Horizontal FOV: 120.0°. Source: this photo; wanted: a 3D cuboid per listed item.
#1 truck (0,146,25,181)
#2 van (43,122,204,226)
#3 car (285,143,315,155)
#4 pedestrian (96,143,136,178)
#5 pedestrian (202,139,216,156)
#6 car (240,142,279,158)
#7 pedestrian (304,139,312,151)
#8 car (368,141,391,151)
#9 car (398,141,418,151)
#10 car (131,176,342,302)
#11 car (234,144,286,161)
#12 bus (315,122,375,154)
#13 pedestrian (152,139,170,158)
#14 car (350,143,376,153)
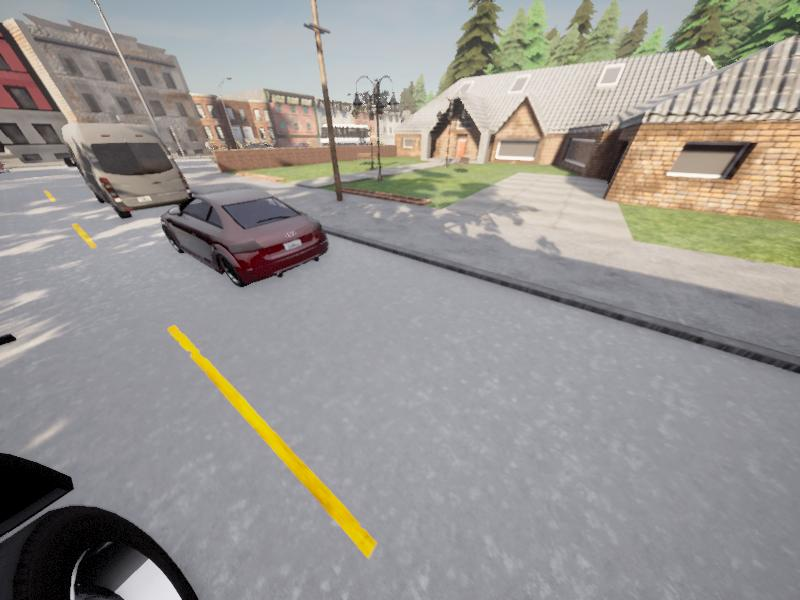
[{"bbox_3d":[-27.074,-8.072,13.086,5.204,2.467,2.627,-7,34,-10],"label":"truck"},{"bbox_3d":[-10.164,-4.807,8.490,5.915,2.561,1.988,23,41,29],"label":"van"},{"bbox_3d":[-15.629,-23.705,36.193,1.845,1.501,3.633,22,41,28],"label":"car"},{"bbox_3d":[-18.530,-9.109,15.101,0.751,1.860,0.751,19,39,24],"label":"pedestrian"},{"bbox_3d":[-25.737,-20.529,31.107,0.751,1.860,0.751,-29,44,-35],"label":"pedestrian"},{"bbox_3d":[-19.295,-20.758,31.914,1.851,1.617,3.988,22,41,28],"label":"car"},{"bbox_3d":[-17.578,-29.619,44.161,0.751,1.860,0.751,21,40,27],"label":"pedestrian"},{"bbox_3d":[-4.367,-32.882,49.261,1.801,1.575,5.366,22,41,28],"label":"car"},{"bbox_3d":[1.743,-33.893,50.656,2.242,1.667,4.611,22,41,28],"label":"car"},{"bbox_3d":[-3.588,-1.697,5.127,4.181,1.385,1.994,22,41,28],"label":"car"},{"bbox_3d":[-17.163,-18.448,28.704,1.882,1.535,5.008,22,41,28],"label":"car"},{"bbox_3d":[-9.623,-29.577,42.211,3.944,4.253,10.273,22,41,28],"label":"bus"},{"bbox_3d":[-28.681,-18.177,27.746,0.751,1.860,0.751,26,43,32],"label":"pedestrian"},{"bbox_3d":[-6.543,-27.068,41.102,1.812,1.442,4.674,22,41,28],"label":"car"}]
